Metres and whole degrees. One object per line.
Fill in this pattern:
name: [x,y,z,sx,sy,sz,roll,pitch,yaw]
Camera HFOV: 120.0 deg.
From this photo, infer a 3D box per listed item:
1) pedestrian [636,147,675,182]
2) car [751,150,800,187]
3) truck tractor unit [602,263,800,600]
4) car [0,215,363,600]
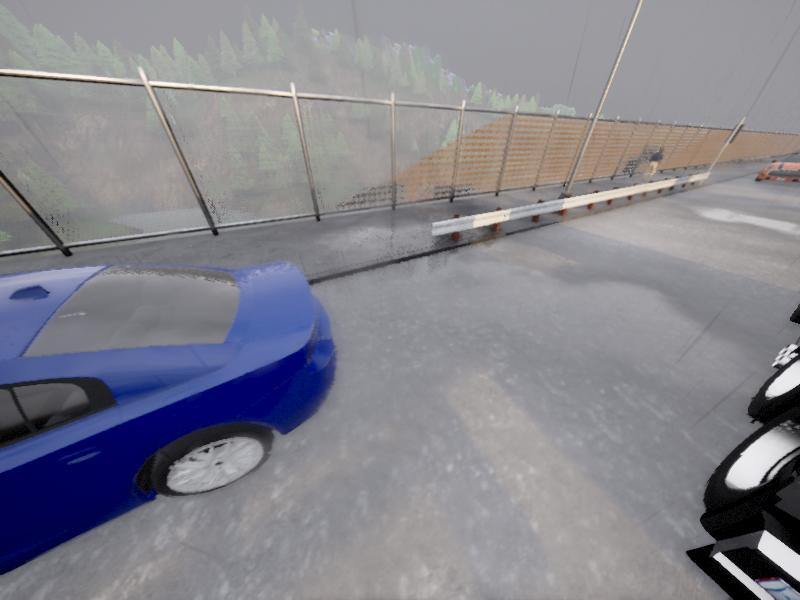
pedestrian: [15.935,-8.473,14.453,0.751,1.860,0.751,-17,39,-24]
car: [26.159,-8.778,15.257,4.553,1.767,2.097,-18,39,-24]
truck tractor unit: [5.106,-0.307,0.778,6.516,4.208,3.053,-18,39,-24]
car: [-3.005,0.782,1.507,5.008,1.535,1.882,-18,39,-24]
